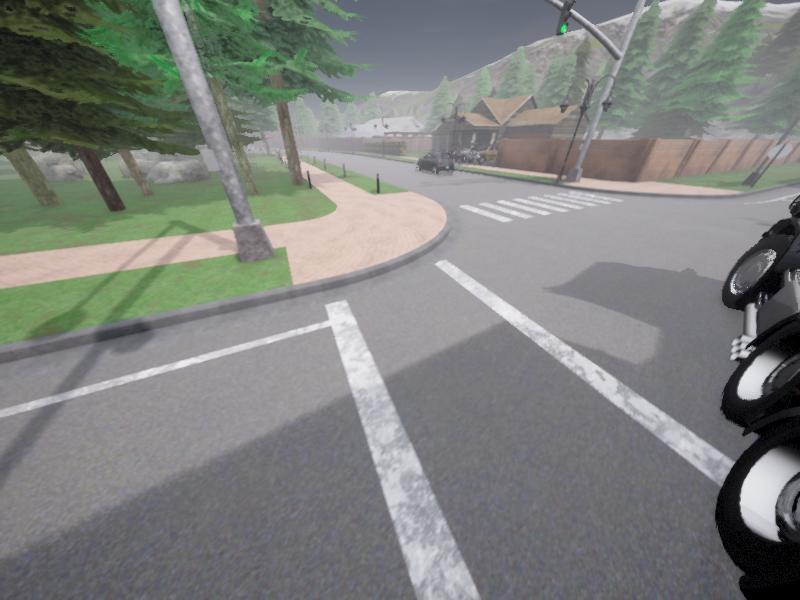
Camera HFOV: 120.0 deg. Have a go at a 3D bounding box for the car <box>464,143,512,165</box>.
[{"bbox_3d":[9.519,-15.902,25.082,4.605,1.855,1.932,-16,38,-22],"label":"car"}]

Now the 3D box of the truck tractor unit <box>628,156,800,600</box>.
[{"bbox_3d":[4.913,-0.463,1.009,6.516,4.208,3.053,-26,43,-32],"label":"truck tractor unit"}]

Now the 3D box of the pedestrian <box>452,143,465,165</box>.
[{"bbox_3d":[5.889,-14.806,23.426,0.751,1.860,0.751,24,41,30],"label":"pedestrian"}]

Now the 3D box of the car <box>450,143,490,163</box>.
[{"bbox_3d":[8.034,-17.084,26.775,3.866,1.878,1.905,-16,38,-22],"label":"car"}]

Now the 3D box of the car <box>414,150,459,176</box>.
[{"bbox_3d":[2.858,-11.387,19.070,1.845,1.501,3.633,-16,38,-22],"label":"car"}]
